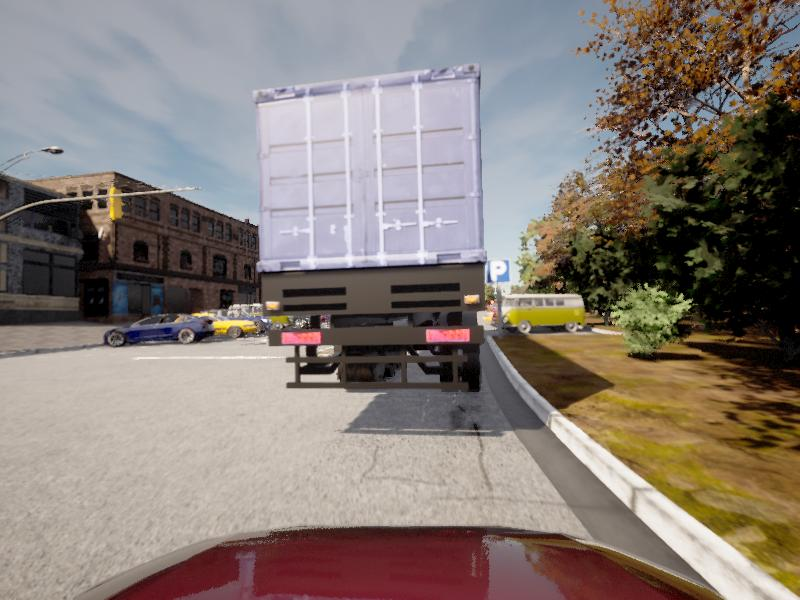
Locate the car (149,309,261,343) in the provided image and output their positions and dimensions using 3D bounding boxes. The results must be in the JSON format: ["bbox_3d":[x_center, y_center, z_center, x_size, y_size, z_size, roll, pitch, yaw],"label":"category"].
[{"bbox_3d":[-10.827,1.414,22.611,5.366,1.575,1.946,-2,-1,-10],"label":"car"}]

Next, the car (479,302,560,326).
[{"bbox_3d":[8.771,1.001,29.468,5.366,1.575,1.946,-1,0,-8],"label":"car"}]

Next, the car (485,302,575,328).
[{"bbox_3d":[8.558,0.970,26.625,5.366,1.575,1.946,-1,-1,-9],"label":"car"}]

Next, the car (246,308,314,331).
[{"bbox_3d":[-9.316,1.516,31.480,4.892,1.521,2.231,-2,-1,-9],"label":"car"}]

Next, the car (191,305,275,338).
[{"bbox_3d":[-10.497,1.331,25.547,4.553,1.767,2.185,-2,-1,-10],"label":"car"}]

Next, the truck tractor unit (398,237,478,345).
[{"bbox_3d":[2.049,-0.317,19.115,3.053,4.208,6.516,-2,-1,10],"label":"truck tractor unit"}]

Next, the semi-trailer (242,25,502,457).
[{"bbox_3d":[0.756,-0.493,11.310,2.717,4.402,14.254,-2,-1,9],"label":"semi-trailer"}]

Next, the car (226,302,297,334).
[{"bbox_3d":[-9.790,1.255,28.541,4.442,1.987,1.878,-2,-1,-9],"label":"car"}]

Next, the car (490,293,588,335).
[{"bbox_3d":[7.153,0.696,20.759,4.442,1.987,1.878,-1,0,-9],"label":"car"}]

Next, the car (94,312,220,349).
[{"bbox_3d":[-11.711,1.435,19.681,4.792,1.488,2.163,-2,-1,-10],"label":"car"}]

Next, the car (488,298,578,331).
[{"bbox_3d":[7.778,0.823,23.686,4.553,1.767,2.185,-1,-1,-9],"label":"car"}]

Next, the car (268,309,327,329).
[{"bbox_3d":[-8.701,1.583,34.435,4.674,1.452,2.002,-2,-1,-9],"label":"car"}]
